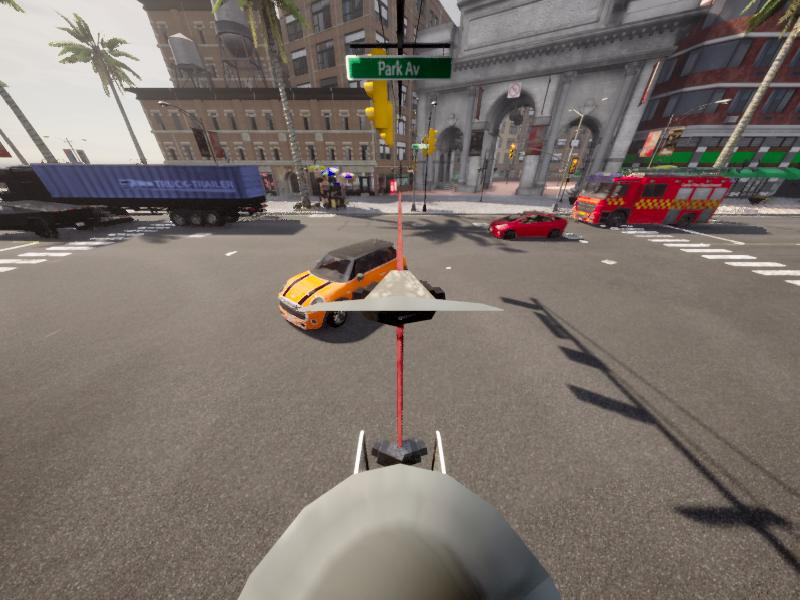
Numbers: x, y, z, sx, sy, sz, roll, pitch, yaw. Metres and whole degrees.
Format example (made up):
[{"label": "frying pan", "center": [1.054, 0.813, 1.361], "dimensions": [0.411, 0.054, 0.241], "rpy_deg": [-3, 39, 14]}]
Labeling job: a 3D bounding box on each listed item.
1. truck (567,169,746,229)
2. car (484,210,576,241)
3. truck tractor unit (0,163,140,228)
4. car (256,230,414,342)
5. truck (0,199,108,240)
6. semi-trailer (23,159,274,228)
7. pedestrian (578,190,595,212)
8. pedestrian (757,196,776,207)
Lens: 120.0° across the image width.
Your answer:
[{"label": "truck", "center": [18.395, -7.609, 17.361], "dimensions": [8.468, 3.827, 2.891], "rpy_deg": [0, 30, 1]}, {"label": "car", "center": [8.150, -4.850, 14.880], "dimensions": [4.514, 1.525, 2.007], "rpy_deg": [-1, 30, -1]}, {"label": "truck tractor unit", "center": [-25.842, -8.030, 17.687], "dimensions": [6.516, 4.208, 3.053], "rpy_deg": [1, 30, 0]}, {"label": "car", "center": [-1.695, -0.880, 7.735], "dimensions": [2.097, 1.767, 4.553], "rpy_deg": [20, 36, 31]}, {"label": "truck", "center": [-24.281, -5.350, 15.173], "dimensions": [6.274, 2.098, 2.390], "rpy_deg": [0, 30, 1]}, {"label": "semi-trailer", "center": [-17.929, -8.070, 17.562], "dimensions": [14.254, 4.402, 2.717], "rpy_deg": [0, 30, 1]}, {"label": "pedestrian", "center": [18.049, -9.579, 22.383], "dimensions": [0.751, 1.860, 0.751], "rpy_deg": [18, 35, 28]}, {"label": "pedestrian", "center": [39.913, -10.754, 25.178], "dimensions": [0.500, 1.100, 0.500], "rpy_deg": [1, 30, 1]}]
